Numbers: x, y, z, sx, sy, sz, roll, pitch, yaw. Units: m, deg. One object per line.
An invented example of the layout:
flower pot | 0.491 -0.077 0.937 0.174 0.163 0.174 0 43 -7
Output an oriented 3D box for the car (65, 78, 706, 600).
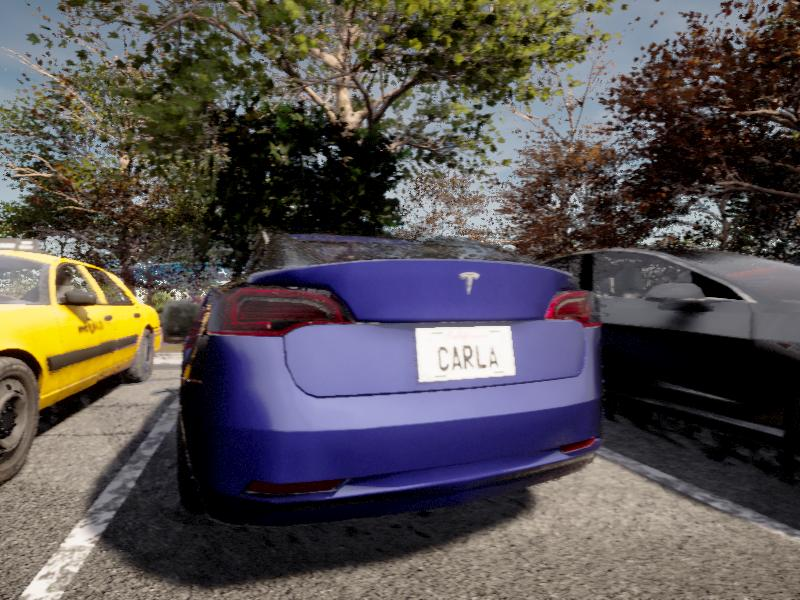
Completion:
car | -0.570 0.259 3.548 2.163 1.488 4.792 0 -1 -20

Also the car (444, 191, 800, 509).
car | 2.433 0.259 3.491 2.163 1.488 4.792 1 -1 -20

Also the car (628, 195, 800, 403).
car | 5.381 -0.020 3.543 2.435 2.045 5.566 0 -1 -20

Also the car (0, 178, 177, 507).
car | -3.468 0.223 3.352 1.946 1.575 5.366 1 -1 -20
